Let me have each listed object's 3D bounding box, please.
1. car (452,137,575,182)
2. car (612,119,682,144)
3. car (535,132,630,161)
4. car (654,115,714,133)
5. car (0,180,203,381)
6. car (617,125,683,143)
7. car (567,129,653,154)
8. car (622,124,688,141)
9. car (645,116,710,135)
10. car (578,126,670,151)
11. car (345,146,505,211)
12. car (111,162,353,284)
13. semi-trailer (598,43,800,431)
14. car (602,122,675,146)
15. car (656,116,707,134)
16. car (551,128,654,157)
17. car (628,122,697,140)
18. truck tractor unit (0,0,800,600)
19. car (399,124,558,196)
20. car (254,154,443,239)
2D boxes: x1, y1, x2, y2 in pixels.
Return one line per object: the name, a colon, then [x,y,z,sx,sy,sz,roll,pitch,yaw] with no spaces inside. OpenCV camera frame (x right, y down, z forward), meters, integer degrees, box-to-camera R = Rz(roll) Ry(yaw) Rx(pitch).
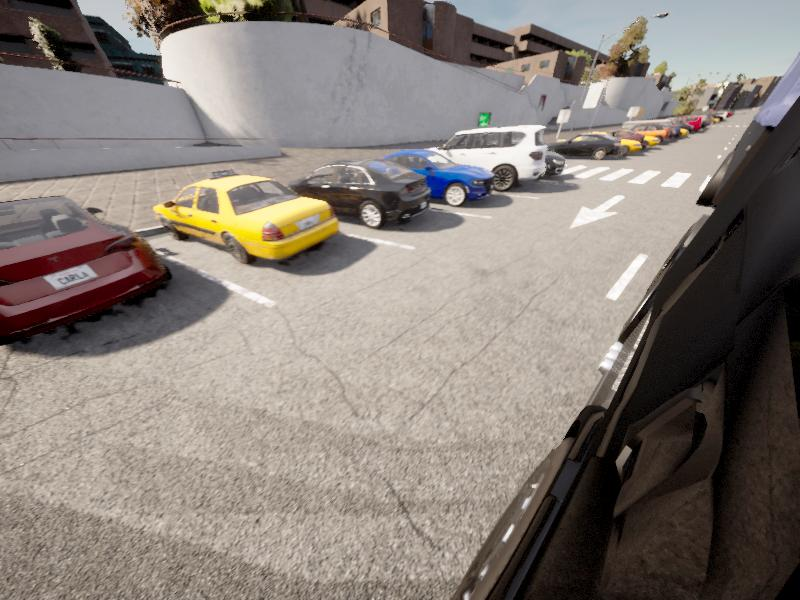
car: [5.332,-6.950,11.330,4.892,1.521,2.231,17,40,25]
car: [25.976,-17.901,24.641,4.442,1.987,1.878,17,40,25]
car: [12.183,-10.519,15.832,4.674,1.452,2.002,17,41,25]
car: [46.437,-28.936,38.022,5.566,2.045,2.435,17,41,25]
car: [-6.098,-0.879,3.889,4.792,1.488,2.163,17,41,25]
car: [28.163,-18.920,26.331,4.674,1.452,2.002,17,41,25]
car: [16.718,-12.931,18.841,4.792,1.488,2.163,17,41,25]
car: [30.416,-20.145,27.833,4.792,1.488,2.163,17,41,25]
car: [41.819,-26.483,35.087,5.566,2.045,2.435,17,41,25]
car: [19.188,-14.099,20.237,5.366,1.575,1.946,17,40,25]
car: [0.771,-4.535,8.338,5.008,1.535,2.097,17,41,25]
car: [-3.953,-2.161,5.426,5.366,1.575,1.946,17,41,25]
semi-trailer: [8.701,-3.585,4.250,14.254,4.402,2.717,-28,44,-30]
car: [23.613,-16.635,23.229,4.553,1.767,2.185,17,41,25]
car: [44.234,-27.660,36.523,4.442,1.987,1.878,17,41,25]
car: [14.623,-11.706,17.233,5.366,1.575,1.946,17,40,25]
car: [32.891,-21.337,29.219,5.366,1.575,1.946,17,41,25]
truck tractor unit: [2.645,-0.295,0.351,6.516,4.208,3.053,-28,44,-30]
car: [3.016,-5.947,9.686,5.566,2.045,2.435,17,41,25]
car: [-1.505,-3.317,6.838,4.892,1.521,2.231,17,41,25]
